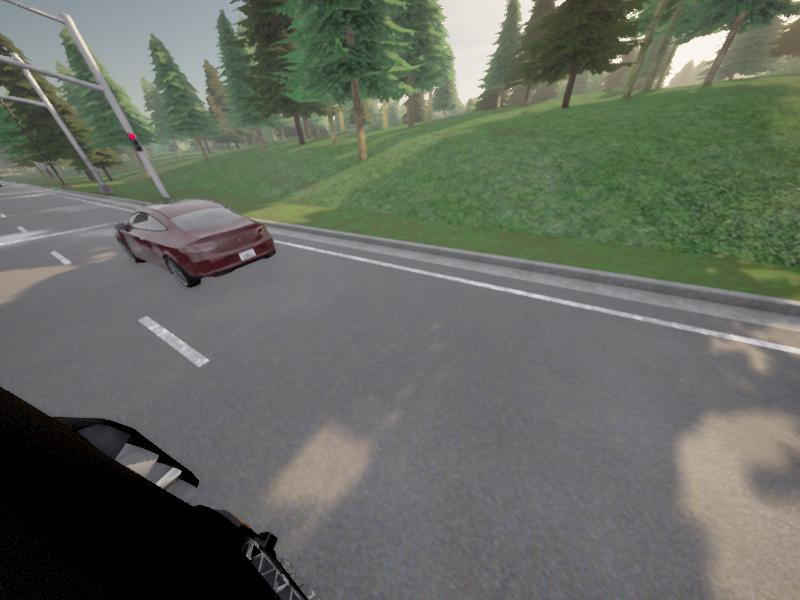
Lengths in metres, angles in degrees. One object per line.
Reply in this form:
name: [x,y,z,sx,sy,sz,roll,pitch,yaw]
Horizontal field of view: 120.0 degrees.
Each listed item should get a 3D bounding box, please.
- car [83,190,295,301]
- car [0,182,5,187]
car: [-5.017,-1.600,5.494,4.674,1.442,1.812,16,38,26]
car: [-58.161,-16.661,32.354,5.238,1.638,1.930,16,38,26]
